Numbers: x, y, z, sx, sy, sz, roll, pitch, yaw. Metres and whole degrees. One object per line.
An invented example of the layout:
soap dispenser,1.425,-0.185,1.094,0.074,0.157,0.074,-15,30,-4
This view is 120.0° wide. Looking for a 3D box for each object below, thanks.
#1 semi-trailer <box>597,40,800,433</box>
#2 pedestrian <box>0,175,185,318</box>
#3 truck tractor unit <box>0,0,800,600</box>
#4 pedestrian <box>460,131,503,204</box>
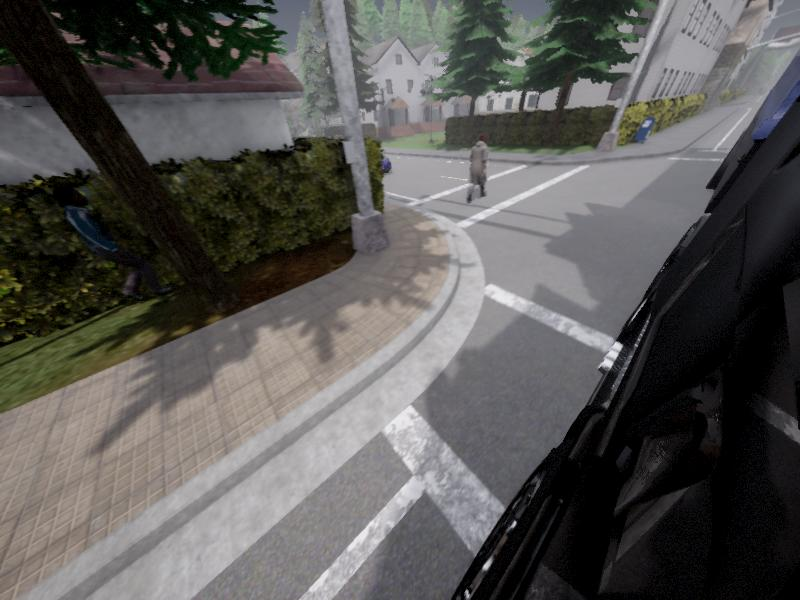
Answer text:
semi-trailer,8.616,-3.853,4.004,14.254,4.402,2.717,-31,45,-28
pedestrian,-4.424,-0.754,3.480,0.751,1.860,0.751,19,44,28
truck tractor unit,2.645,-0.295,0.351,6.516,4.208,3.053,-28,44,-30
pedestrian,2.508,-4.150,7.294,0.751,1.860,0.751,-31,45,-29
